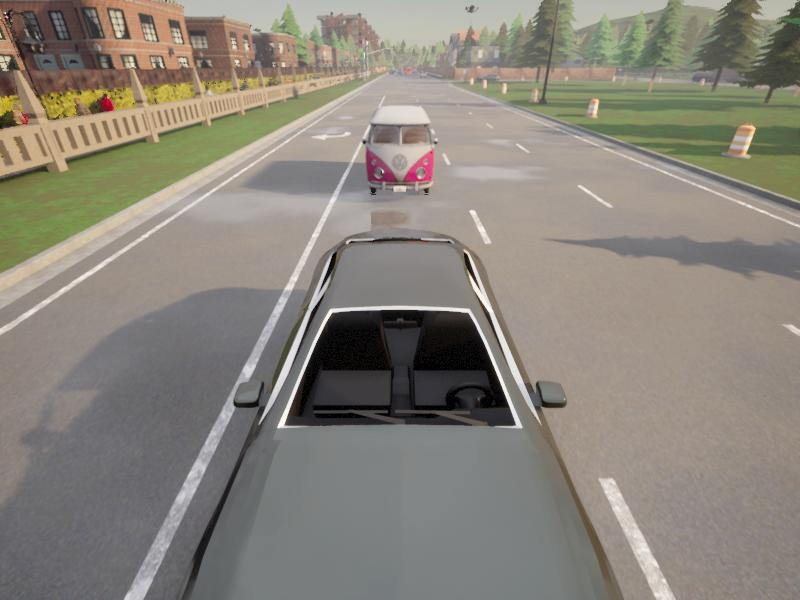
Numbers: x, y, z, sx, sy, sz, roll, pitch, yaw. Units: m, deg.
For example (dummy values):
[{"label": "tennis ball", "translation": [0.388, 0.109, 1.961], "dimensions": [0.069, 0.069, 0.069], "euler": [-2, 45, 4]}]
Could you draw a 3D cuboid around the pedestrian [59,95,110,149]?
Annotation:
[{"label": "pedestrian", "translation": [-12.418, -7.022, 15.804], "dimensions": [0.751, 1.860, 0.751], "euler": [-1, 30, -1]}]

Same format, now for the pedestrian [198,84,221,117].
[{"label": "pedestrian", "translation": [-12.327, -12.966, 25.967], "dimensions": [0.751, 1.860, 0.751], "euler": [0, 30, 0]}]

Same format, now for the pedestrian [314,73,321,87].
[{"label": "pedestrian", "translation": [-12.776, -34.194, 62.269], "dimensions": [0.751, 1.860, 0.751], "euler": [0, 30, 0]}]

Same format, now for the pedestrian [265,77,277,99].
[{"label": "pedestrian", "translation": [-12.991, -21.393, 40.373], "dimensions": [0.751, 1.860, 0.751], "euler": [-1, 30, -2]}]

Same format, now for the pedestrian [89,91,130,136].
[{"label": "pedestrian", "translation": [-13.488, -8.681, 18.641], "dimensions": [0.751, 1.860, 0.751], "euler": [0, 30, 1]}]

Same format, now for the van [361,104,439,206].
[{"label": "van", "translation": [-0.002, -4.347, 11.468], "dimensions": [1.775, 1.987, 4.442], "euler": [0, 30, 0]}]

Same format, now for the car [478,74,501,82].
[{"label": "car", "translation": [20.228, -50.360, 90.669], "dimensions": [4.514, 1.525, 2.007], "euler": [-7, 31, -12]}]

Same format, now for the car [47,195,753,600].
[{"label": "car", "translation": [0.001, 0.656, 3.292], "dimensions": [2.152, 1.651, 5.027], "euler": [0, 30, 0]}]

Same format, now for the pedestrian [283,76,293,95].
[{"label": "pedestrian", "translation": [-12.630, -24.140, 45.069], "dimensions": [0.751, 1.860, 0.751], "euler": [0, 30, 0]}]

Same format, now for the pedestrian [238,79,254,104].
[{"label": "pedestrian", "translation": [-13.443, -18.254, 35.007], "dimensions": [0.751, 1.860, 0.751], "euler": [0, 30, 0]}]

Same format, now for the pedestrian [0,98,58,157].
[{"label": "pedestrian", "translation": [-13.331, -6.190, 14.383], "dimensions": [0.751, 1.860, 0.751], "euler": [10, 32, 17]}]
